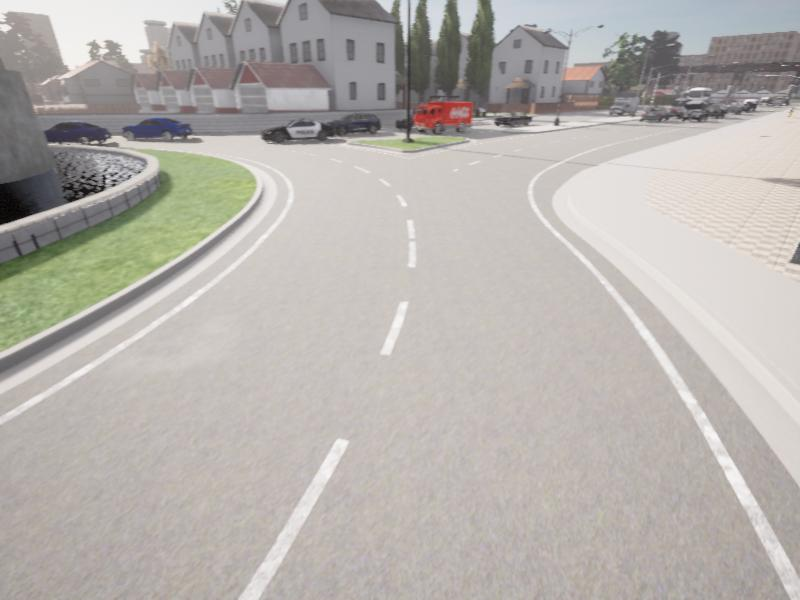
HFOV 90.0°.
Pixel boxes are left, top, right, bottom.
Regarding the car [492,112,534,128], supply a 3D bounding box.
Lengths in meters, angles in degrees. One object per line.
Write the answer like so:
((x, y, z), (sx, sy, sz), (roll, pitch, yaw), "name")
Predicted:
((11.609, -18.450, 40.945), (1.895, 1.301, 4.718), (24, 36, 39), "car")

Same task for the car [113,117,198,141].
((-17.991, -12.672, 29.571), (5.008, 1.535, 1.882), (3, 27, 7), "car")

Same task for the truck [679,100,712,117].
((44.719, -29.008, 60.434), (2.390, 2.098, 6.274), (24, 36, 39), "truck")

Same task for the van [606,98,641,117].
((34.072, -29.418, 60.903), (2.351, 2.431, 6.366), (24, 36, 39), "van")

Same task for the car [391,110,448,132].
((1.847, -16.606, 37.024), (5.238, 1.638, 1.930), (-21, 34, -35), "car")

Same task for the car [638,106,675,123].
((30.785, -22.327, 47.992), (2.242, 1.667, 4.611), (24, 36, 39), "car")

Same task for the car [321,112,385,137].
((-3.850, -14.730, 33.417), (4.856, 1.649, 2.033), (-16, 31, -28), "car")

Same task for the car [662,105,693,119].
((37.513, -25.424, 54.067), (2.038, 1.542, 4.974), (24, 36, 39), "car")

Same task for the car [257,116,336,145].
((-7.270, -12.060, 28.354), (4.974, 1.542, 2.038), (-13, 30, -23), "car")

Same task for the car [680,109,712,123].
((35.467, -22.057, 47.864), (1.895, 1.301, 4.718), (24, 36, 39), "car")

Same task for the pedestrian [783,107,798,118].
((49.702, -23.874, 50.926), (0.751, 1.300, 0.751), (11, 29, 21), "pedestrian")

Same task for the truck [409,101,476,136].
((3.609, -15.558, 34.110), (5.204, 2.467, 2.627), (-20, 33, -35), "truck")

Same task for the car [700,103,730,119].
((42.681, -25.636, 54.244), (2.097, 1.767, 4.553), (24, 36, 39), "car")

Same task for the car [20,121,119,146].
((-21.869, -11.111, 26.656), (4.674, 1.442, 1.812), (0, 27, -1), "car")

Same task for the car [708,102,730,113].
((57.228, -34.603, 71.808), (2.038, 1.542, 4.974), (24, 36, 39), "car")
